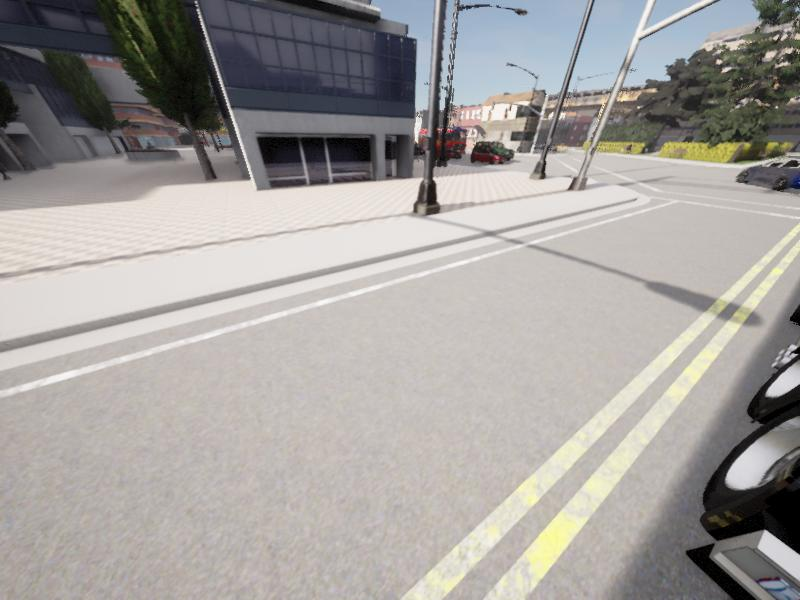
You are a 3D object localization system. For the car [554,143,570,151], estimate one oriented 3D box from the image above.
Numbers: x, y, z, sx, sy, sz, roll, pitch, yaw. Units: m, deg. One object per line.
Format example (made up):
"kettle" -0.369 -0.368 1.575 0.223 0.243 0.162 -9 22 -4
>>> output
"car" 43.042 -40.744 61.455 1.801 1.575 5.366 9 36 12

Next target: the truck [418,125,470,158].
"truck" 6.383 -24.532 35.635 2.891 3.827 8.468 -18 40 -25

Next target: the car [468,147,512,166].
"car" 9.873 -16.027 25.718 1.816 1.474 4.193 -18 39 -24

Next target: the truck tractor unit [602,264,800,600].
"truck tractor unit" 5.109 -0.303 0.782 6.516 4.208 3.053 -18 39 -24

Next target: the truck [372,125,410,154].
"truck" -1.751 -28.592 41.014 2.891 3.827 8.468 -18 41 -25

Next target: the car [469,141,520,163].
"car" 11.593 -18.589 28.886 2.150 2.045 5.566 -18 39 -25

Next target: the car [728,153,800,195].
"car" 22.434 -7.268 13.167 2.242 1.667 4.611 15 38 19
